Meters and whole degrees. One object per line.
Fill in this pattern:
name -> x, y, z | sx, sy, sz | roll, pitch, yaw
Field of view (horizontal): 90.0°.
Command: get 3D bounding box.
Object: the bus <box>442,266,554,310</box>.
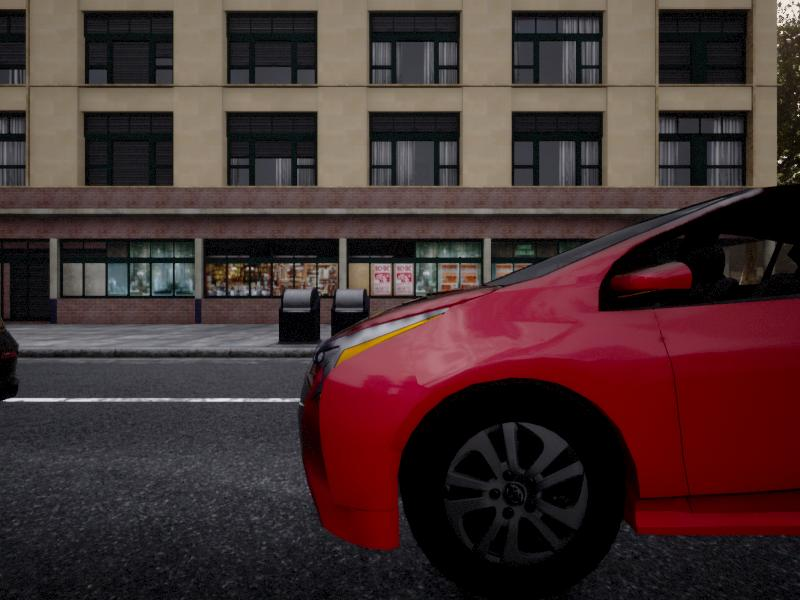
bus -> 9.592, -1.135, 40.268 | 10.273, 4.253, 3.944 | 0, 0, 0

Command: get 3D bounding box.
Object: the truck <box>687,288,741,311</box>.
truck -> 31.335, -0.058, 39.843 | 6.274, 2.098, 2.390 | 0, 0, -34

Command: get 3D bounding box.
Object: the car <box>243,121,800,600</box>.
car -> 1.791, 0.228, 2.195 | 4.514, 1.525, 2.007 | 0, 0, 0

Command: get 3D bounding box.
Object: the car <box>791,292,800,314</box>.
car -> 29.894, 0.201, 26.977 | 1.801, 1.575, 5.366 | 0, 0, -1

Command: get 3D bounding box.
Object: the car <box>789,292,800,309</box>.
car -> 45.182, 0.046, 43.564 | 3.866, 1.878, 1.905 | 0, 0, 0

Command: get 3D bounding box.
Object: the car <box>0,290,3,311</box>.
car -> -35.536, 0.052, 32.512 | 1.932, 1.855, 4.605 | 0, 0, 0

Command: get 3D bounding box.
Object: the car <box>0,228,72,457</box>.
car -> -4.859, 0.270, 2.172 | 4.674, 1.442, 1.812 | 0, 0, 0
